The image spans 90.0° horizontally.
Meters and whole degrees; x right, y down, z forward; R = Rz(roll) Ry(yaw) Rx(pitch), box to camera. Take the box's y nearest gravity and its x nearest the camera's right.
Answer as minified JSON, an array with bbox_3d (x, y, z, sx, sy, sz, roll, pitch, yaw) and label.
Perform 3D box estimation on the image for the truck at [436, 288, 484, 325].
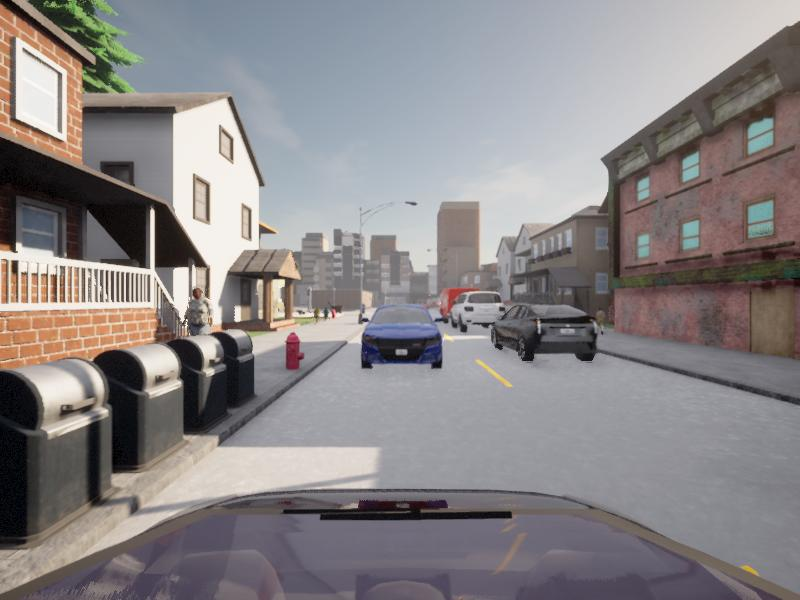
[{"bbox_3d":[4.217,0.411,29.060,2.627,2.467,5.204,0,0,-1],"label":"truck"}]

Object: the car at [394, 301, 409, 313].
[{"bbox_3d":[0.200,0.941,53.218,1.837,1.490,4.892,0,-1,0],"label":"car"}]

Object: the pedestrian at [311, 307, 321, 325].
[{"bbox_3d":[-5.154,0.958,24.649,0.500,1.100,0.500,0,0,0],"label":"pedestrian"}]

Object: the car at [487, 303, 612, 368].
[{"bbox_3d":[4.046,0.851,11.776,2.007,1.525,4.514,0,0,0],"label":"car"}]

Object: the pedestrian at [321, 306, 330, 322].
[{"bbox_3d":[-5.126,0.963,27.642,0.500,1.100,0.500,0,0,1],"label":"pedestrian"}]

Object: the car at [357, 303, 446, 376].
[{"bbox_3d":[0.047,0.844,10.934,1.882,1.535,5.008,0,0,0],"label":"car"}]

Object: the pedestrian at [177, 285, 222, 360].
[{"bbox_3d":[-5.136,0.552,10.295,0.751,1.860,0.751,0,0,3],"label":"pedestrian"}]

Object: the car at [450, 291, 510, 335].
[{"bbox_3d":[4.098,0.608,21.595,2.150,2.045,5.566,0,0,0],"label":"car"}]

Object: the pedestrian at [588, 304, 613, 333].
[{"bbox_3d":[9.200,0.848,18.392,0.751,1.300,0.751,0,0,1],"label":"pedestrian"}]

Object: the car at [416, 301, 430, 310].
[{"bbox_3d":[4.351,0.964,76.299,2.242,1.667,4.611,0,0,0],"label":"car"}]
